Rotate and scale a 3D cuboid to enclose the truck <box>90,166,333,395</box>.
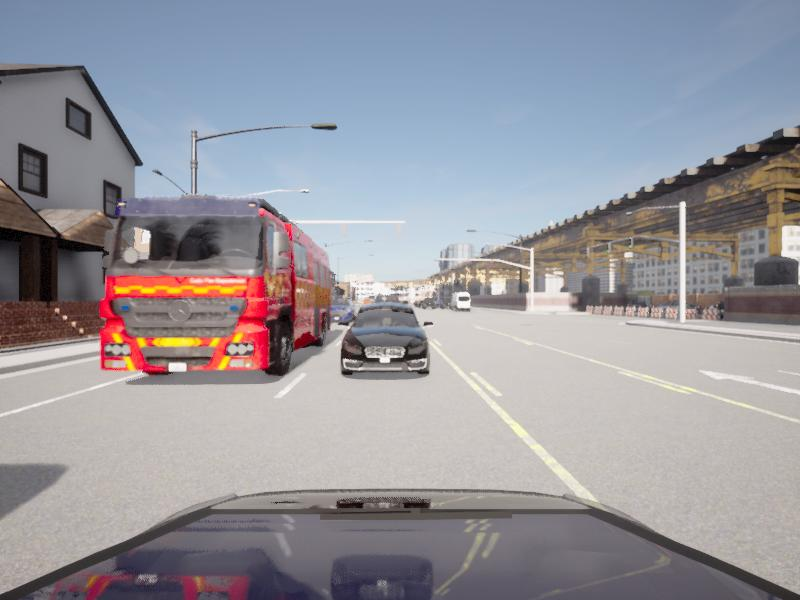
[{"bbox_3d":[-3.874,-0.320,10.964,2.891,3.827,8.468,0,0,-2],"label":"truck"}]

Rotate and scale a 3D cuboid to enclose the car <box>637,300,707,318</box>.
[{"bbox_3d":[25.288,0.798,37.368,2.038,1.542,4.974,0,0,-38],"label":"car"}]

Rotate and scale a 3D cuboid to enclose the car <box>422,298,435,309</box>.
[{"bbox_3d":[4.862,0.649,69.443,1.905,1.878,3.866,0,0,-2],"label":"car"}]

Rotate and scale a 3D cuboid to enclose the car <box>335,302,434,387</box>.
[{"bbox_3d":[-0.330,0.843,9.899,1.837,1.490,4.892,0,1,-1],"label":"car"}]

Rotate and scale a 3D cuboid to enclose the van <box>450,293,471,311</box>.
[{"bbox_3d":[8.712,0.319,58.074,1.988,2.561,5.915,0,-1,-2],"label":"van"}]

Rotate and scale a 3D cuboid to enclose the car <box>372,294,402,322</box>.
[{"bbox_3d":[-0.982,0.573,31.170,2.150,2.045,5.566,0,0,-2],"label":"car"}]

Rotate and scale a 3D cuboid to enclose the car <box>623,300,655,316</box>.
[{"bbox_3d":[25.138,0.798,41.974,2.038,1.542,4.974,0,0,42],"label":"car"}]

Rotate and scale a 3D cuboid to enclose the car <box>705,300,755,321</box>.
[{"bbox_3d":[26.240,0.797,32.028,2.038,1.542,4.974,0,0,27],"label":"car"}]

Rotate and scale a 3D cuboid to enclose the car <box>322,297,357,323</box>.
[{"bbox_3d":[-4.454,0.700,30.075,2.097,1.767,4.553,0,0,-2],"label":"car"}]
